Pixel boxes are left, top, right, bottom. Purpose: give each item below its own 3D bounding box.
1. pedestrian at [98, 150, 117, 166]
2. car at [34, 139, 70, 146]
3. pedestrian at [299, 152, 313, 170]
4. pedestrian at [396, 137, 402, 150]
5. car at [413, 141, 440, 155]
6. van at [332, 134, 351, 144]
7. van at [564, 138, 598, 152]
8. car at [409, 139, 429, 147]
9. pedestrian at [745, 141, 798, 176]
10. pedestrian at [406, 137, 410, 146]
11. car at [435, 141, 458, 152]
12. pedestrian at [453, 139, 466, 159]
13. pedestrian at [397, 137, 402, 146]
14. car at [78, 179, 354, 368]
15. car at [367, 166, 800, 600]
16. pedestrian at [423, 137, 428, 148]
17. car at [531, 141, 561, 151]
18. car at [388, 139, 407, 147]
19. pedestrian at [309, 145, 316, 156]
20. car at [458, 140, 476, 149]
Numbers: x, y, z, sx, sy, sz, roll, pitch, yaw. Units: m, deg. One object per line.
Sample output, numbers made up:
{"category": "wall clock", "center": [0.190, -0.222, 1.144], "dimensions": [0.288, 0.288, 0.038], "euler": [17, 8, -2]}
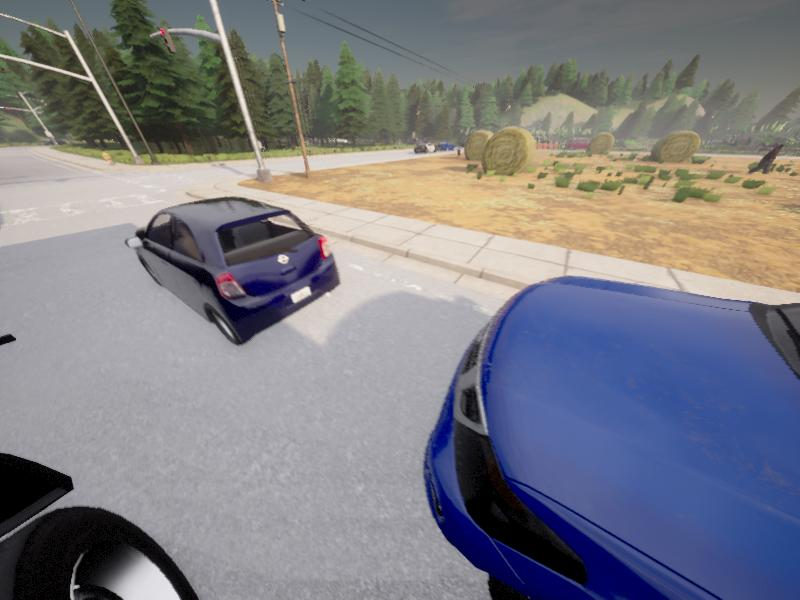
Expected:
{"category": "pedestrian", "center": [-23.722, -11.526, 18.728], "dimensions": [0.500, 1.100, 0.500], "euler": [26, 43, 31]}
{"category": "car", "center": [-83.255, -37.798, 55.404], "dimensions": [1.812, 1.442, 4.674], "euler": [-1, 35, -2]}
{"category": "pedestrian", "center": [-6.941, -10.252, 17.064], "dimensions": [0.500, 1.100, 0.500], "euler": [20, 40, 26]}
{"category": "pedestrian", "center": [-0.154, -28.010, 41.424], "dimensions": [0.751, 1.860, 0.751], "euler": [-28, 44, -34]}
{"category": "car", "center": [4.206, -23.758, 36.054], "dimensions": [2.038, 1.542, 4.974], "euler": [22, 41, 27]}
{"category": "van", "center": [-18.944, -51.889, 74.601], "dimensions": [5.915, 2.561, 1.988], "euler": [23, 41, 28]}
{"category": "van", "center": [33.651, -28.910, 42.991], "dimensions": [4.442, 1.987, 1.775], "euler": [24, 42, 29]}
{"category": "car", "center": [4.661, -38.942, 57.361], "dimensions": [4.514, 1.525, 2.007], "euler": [25, 42, 31]}
{"category": "pedestrian", "center": [23.999, -9.157, 14.965], "dimensions": [0.751, 1.860, 0.751], "euler": [-6, 36, -9]}
{"category": "pedestrian", "center": [1.931, -37.805, 55.155], "dimensions": [0.751, 1.860, 0.751], "euler": [20, 40, 25]}
{"category": "car", "center": [8.185, -27.117, 40.792], "dimensions": [1.882, 1.535, 5.008], "euler": [22, 41, 27]}
{"category": "pedestrian", "center": [6.474, -16.454, 25.168], "dimensions": [0.751, 1.860, 0.751], "euler": [29, 44, 34]}
{"category": "pedestrian", "center": [-0.128, -38.106, 55.569], "dimensions": [0.751, 1.860, 0.751], "euler": [15, 38, 20]}
{"category": "car", "center": [-2.810, -0.836, 3.717], "dimensions": [3.633, 1.501, 1.845], "euler": [21, 40, 27]}
{"category": "car", "center": [2.846, 1.135, 0.534], "dimensions": [5.566, 2.045, 2.150], "euler": [21, 40, 27]}
{"category": "pedestrian", "center": [5.375, -33.268, 48.849], "dimensions": [0.751, 1.860, 0.751], "euler": [7, 36, 10]}
{"category": "car", "center": [29.029, -30.764, 45.975], "dimensions": [4.514, 1.525, 2.007], "euler": [24, 42, 29]}
{"category": "car", "center": [-0.647, -41.290, 60.638], "dimensions": [4.514, 1.525, 2.007], "euler": [23, 41, 29]}
{"category": "pedestrian", "center": [-10.835, -18.482, 28.622], "dimensions": [0.500, 1.100, 0.500], "euler": [20, 40, 26]}
{"category": "car", "center": [15.135, -35.413, 52.525], "dimensions": [2.007, 1.525, 4.514], "euler": [-6, 37, -8]}
